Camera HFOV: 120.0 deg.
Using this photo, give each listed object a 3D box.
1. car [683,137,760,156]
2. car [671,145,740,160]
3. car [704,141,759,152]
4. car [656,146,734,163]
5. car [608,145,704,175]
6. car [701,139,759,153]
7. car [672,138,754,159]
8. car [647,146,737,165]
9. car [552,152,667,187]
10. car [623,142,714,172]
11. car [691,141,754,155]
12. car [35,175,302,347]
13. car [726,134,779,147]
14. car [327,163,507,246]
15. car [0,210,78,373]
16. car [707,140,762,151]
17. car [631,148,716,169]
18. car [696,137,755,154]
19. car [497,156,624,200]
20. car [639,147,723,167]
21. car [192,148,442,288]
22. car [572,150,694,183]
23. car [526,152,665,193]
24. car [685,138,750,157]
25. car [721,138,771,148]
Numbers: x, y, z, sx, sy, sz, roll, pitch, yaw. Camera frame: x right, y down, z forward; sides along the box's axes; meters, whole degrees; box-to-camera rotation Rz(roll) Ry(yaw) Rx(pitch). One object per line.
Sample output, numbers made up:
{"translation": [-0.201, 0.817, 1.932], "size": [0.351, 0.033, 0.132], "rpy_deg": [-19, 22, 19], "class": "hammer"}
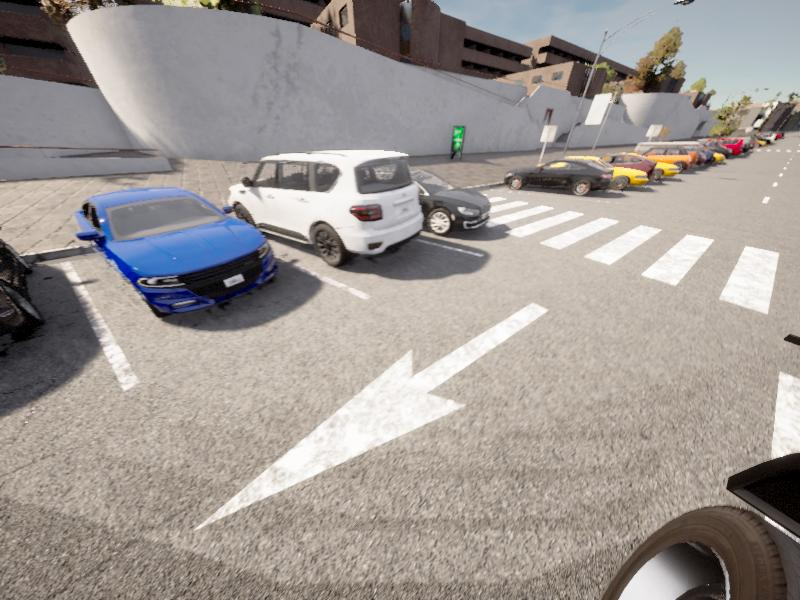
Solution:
{"translation": [44.370, -21.362, 32.207], "size": [5.566, 2.045, 2.435], "rpy_deg": [21, 40, 29], "class": "car"}
{"translation": [37.018, -18.087, 28.242], "size": [4.674, 1.452, 2.002], "rpy_deg": [21, 41, 29], "class": "car"}
{"translation": [54.123, -25.187, 37.893], "size": [4.674, 1.452, 2.002], "rpy_deg": [21, 41, 29], "class": "car"}
{"translation": [32.153, -16.074, 25.456], "size": [4.792, 1.488, 2.163], "rpy_deg": [21, 40, 29], "class": "car"}
{"translation": [19.924, -11.232, 18.393], "size": [4.553, 1.767, 2.185], "rpy_deg": [21, 40, 28], "class": "car"}
{"translation": [51.700, -24.300, 36.408], "size": [4.553, 1.767, 2.185], "rpy_deg": [21, 41, 29], "class": "car"}
{"translation": [39.430, -19.346, 29.471], "size": [5.566, 2.045, 2.435], "rpy_deg": [21, 41, 29], "class": "car"}
{"translation": [29.837, -15.053, 23.977], "size": [5.366, 1.575, 1.946], "rpy_deg": [21, 40, 29], "class": "car"}
{"translation": [12.544, -8.181, 14.300], "size": [4.792, 1.488, 2.163], "rpy_deg": [21, 40, 28], "class": "car"}
{"translation": [22.448, -12.277, 19.703], "size": [4.442, 1.987, 1.878], "rpy_deg": [21, 40, 28], "class": "car"}
{"translation": [46.796, -22.174, 33.736], "size": [4.892, 1.521, 2.231], "rpy_deg": [21, 41, 29], "class": "car"}
{"translation": [-4.531, -1.306, 4.486], "size": [5.008, 1.535, 2.097], "rpy_deg": [21, 40, 29], "class": "car"}
{"translation": [76.277, -34.628, 50.194], "size": [5.566, 2.045, 2.435], "rpy_deg": [21, 40, 29], "class": "car"}
{"translation": [0.354, -3.287, 7.281], "size": [4.892, 1.521, 2.231], "rpy_deg": [21, 40, 28], "class": "car"}
{"translation": [-6.969, -0.306, 3.084], "size": [4.892, 1.521, 2.231], "rpy_deg": [21, 40, 29], "class": "car"}
{"translation": [56.608, -26.213, 39.267], "size": [4.792, 1.488, 2.163], "rpy_deg": [21, 40, 29], "class": "car"}
{"translation": [24.793, -13.079, 21.295], "size": [4.674, 1.452, 2.002], "rpy_deg": [21, 40, 29], "class": "car"}
{"translation": [49.133, -23.413, 35.042], "size": [4.442, 1.987, 1.878], "rpy_deg": [21, 41, 29], "class": "car"}
{"translation": [7.685, -6.202, 11.487], "size": [4.674, 1.452, 2.002], "rpy_deg": [21, 40, 29], "class": "car"}
{"translation": [27.210, -14.090, 22.701], "size": [4.792, 1.488, 2.163], "rpy_deg": [21, 40, 29], "class": "car"}
{"translation": [-2.116, -2.508, 5.744], "size": [5.566, 2.045, 2.435], "rpy_deg": [21, 40, 29], "class": "car"}
{"translation": [15.167, -9.121, 15.586], "size": [5.366, 1.575, 1.946], "rpy_deg": [21, 40, 29], "class": "car"}
{"translation": [10.279, -7.164, 12.779], "size": [5.366, 1.575, 1.946], "rpy_deg": [21, 40, 28], "class": "car"}
{"translation": [42.000, -20.298, 30.801], "size": [4.442, 1.987, 1.878], "rpy_deg": [21, 40, 29], "class": "car"}
{"translation": [71.179, -32.432, 47.663], "size": [5.366, 1.575, 1.946], "rpy_deg": [21, 41, 29], "class": "car"}
